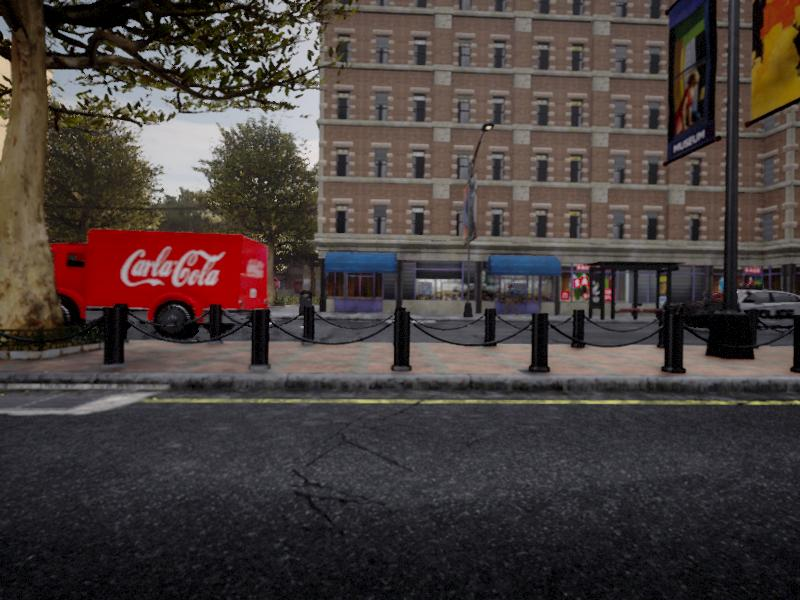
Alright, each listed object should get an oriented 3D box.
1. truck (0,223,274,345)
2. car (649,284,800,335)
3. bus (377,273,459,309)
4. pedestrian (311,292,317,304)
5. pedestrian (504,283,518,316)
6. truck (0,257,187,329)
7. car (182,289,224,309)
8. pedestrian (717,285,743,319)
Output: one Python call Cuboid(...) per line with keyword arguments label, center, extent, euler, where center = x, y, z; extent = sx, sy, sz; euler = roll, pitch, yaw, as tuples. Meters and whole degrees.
Cuboid(label="truck", center=(-6.125, -0.333, 9.843), extent=(5.204, 2.467, 2.627), euler=(1, 0, -2))
Cuboid(label="car", center=(11.972, 0.317, 14.068), extent=(5.238, 1.638, 1.930), euler=(1, 0, -2))
Cuboid(label="bus", center=(2.174, -1.136, 51.876), extent=(10.273, 4.253, 3.944), euler=(1, 0, -2))
Cuboid(label="pedestrian", center=(-13.587, -0.332, 63.068), extent=(0.751, 1.860, 0.751), euler=(1, 0, -3))
Cuboid(label="pedestrian", center=(6.335, -0.048, 22.878), extent=(0.751, 1.860, 0.751), euler=(1, 0, 16))
Cuboid(label="truck", center=(-10.831, -0.219, 13.184), extent=(6.274, 2.098, 2.390), euler=(1, 0, -2))
Cuboid(label="car", center=(-17.252, -0.068, 35.265), extent=(1.851, 1.617, 3.988), euler=(1, 0, -3))
Cuboid(label="pedestrian", center=(18.011, 0.110, 21.850), extent=(0.751, 1.860, 0.751), euler=(1, 0, -14))
